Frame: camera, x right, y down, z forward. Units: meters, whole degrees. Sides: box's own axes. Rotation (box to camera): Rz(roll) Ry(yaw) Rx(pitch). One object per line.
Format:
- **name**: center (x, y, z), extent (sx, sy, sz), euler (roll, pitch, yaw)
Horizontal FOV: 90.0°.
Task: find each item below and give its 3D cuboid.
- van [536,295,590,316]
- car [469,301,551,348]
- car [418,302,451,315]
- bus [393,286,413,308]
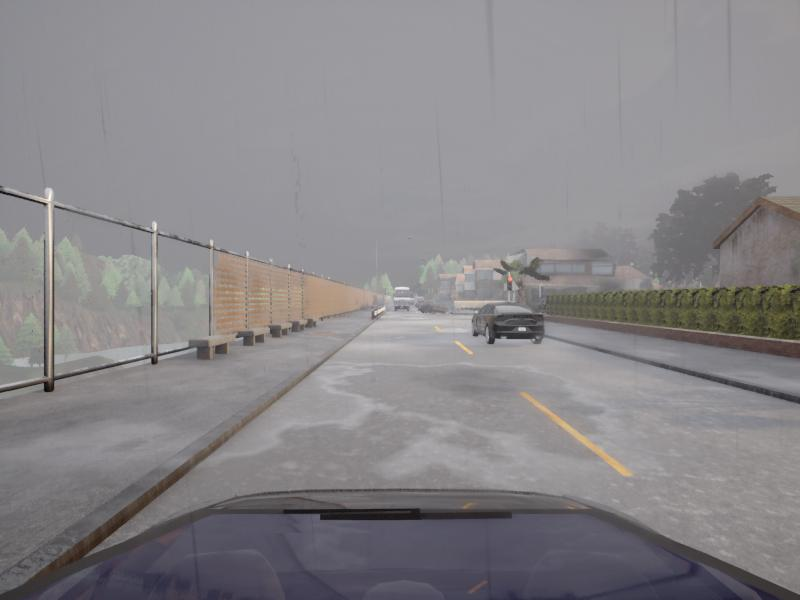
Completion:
- **van**: center (16.207, 0.571, 39.951), extent (4.480, 2.038, 2.069), euler (0, 0, 1)
- **car**: center (4.085, 0.823, 15.817), extent (1.882, 1.535, 5.008), euler (0, 0, 0)
- **car**: center (3.746, 0.895, 44.993), extent (2.033, 1.411, 5.357), euler (0, 0, -14)
- **bus**: center (0.551, -0.539, 83.810), extent (3.944, 4.253, 10.273), euler (0, 0, 0)
